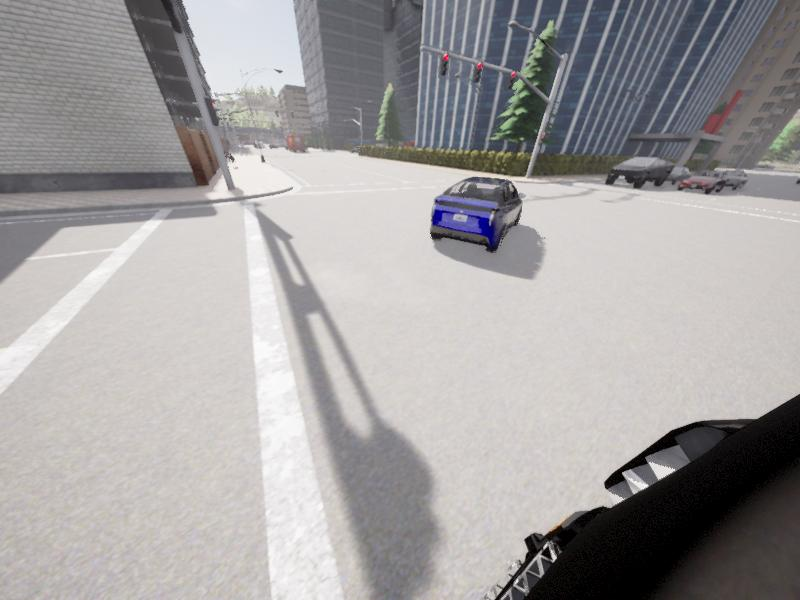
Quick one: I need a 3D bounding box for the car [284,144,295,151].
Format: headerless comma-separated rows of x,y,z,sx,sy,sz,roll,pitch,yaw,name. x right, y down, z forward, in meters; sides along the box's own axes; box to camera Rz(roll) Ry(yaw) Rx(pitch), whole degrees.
-31.793,-43.837,66.326,2.033,1.411,5.357,-16,38,-25,car

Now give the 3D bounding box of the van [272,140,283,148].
-46.005,-58.555,86.535,2.351,2.431,6.366,-16,38,-25,van

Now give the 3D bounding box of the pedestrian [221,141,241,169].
-13.440,-11.521,18.377,0.751,1.860,0.751,-19,39,-29,pedestrian

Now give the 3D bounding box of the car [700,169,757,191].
29.465,-10.822,20.725,4.181,1.385,1.994,-17,38,-26,car

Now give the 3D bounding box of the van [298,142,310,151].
-27.521,-43.739,65.889,2.069,2.038,4.480,-16,38,-25,van

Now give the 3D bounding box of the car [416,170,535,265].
2.453,-2.784,6.872,2.007,1.525,4.514,20,37,24,car

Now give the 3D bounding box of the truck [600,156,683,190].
20.110,-10.677,19.255,6.274,2.098,2.390,-16,38,-25,truck

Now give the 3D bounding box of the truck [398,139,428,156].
3.842,-45.101,68.306,8.468,3.827,2.891,-16,38,-26,truck

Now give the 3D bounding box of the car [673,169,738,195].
23.386,-9.122,17.697,4.193,1.474,1.816,-16,38,-25,car

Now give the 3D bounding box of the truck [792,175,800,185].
49.583,-14.786,26.944,5.204,2.467,2.627,-16,38,-25,truck

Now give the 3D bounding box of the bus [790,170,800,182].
57.892,-17.967,30.637,10.273,4.253,3.944,-16,38,-25,bus

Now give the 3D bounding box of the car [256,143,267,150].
-39.387,-43.609,65.501,2.033,1.411,5.357,-16,38,-25,car

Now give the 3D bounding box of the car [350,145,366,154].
-11.718,-41.993,64.428,3.866,1.878,1.905,-16,38,-26,car

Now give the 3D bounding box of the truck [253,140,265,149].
-43.757,-48.301,71.624,2.390,2.098,6.274,-16,38,-25,truck

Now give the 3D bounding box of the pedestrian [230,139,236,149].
-40.627,-37.905,56.156,0.751,1.860,0.751,-16,38,-25,pedestrian

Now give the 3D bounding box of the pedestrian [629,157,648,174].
30.669,-17.291,29.728,0.751,1.860,0.751,-18,39,-28,pedestrian

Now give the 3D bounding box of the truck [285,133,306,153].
-25.972,-39.045,57.338,2.891,3.827,8.468,-16,38,-25,truck

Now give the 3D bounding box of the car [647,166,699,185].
26.932,-12.357,22.795,4.674,1.442,1.812,-16,38,-25,car

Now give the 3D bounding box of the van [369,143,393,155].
-5.238,-41.879,64.148,6.366,2.431,2.351,-16,38,-26,van

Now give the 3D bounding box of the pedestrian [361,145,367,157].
-6.880,-28.465,44.169,0.751,1.860,0.751,-16,38,-25,pedestrian
